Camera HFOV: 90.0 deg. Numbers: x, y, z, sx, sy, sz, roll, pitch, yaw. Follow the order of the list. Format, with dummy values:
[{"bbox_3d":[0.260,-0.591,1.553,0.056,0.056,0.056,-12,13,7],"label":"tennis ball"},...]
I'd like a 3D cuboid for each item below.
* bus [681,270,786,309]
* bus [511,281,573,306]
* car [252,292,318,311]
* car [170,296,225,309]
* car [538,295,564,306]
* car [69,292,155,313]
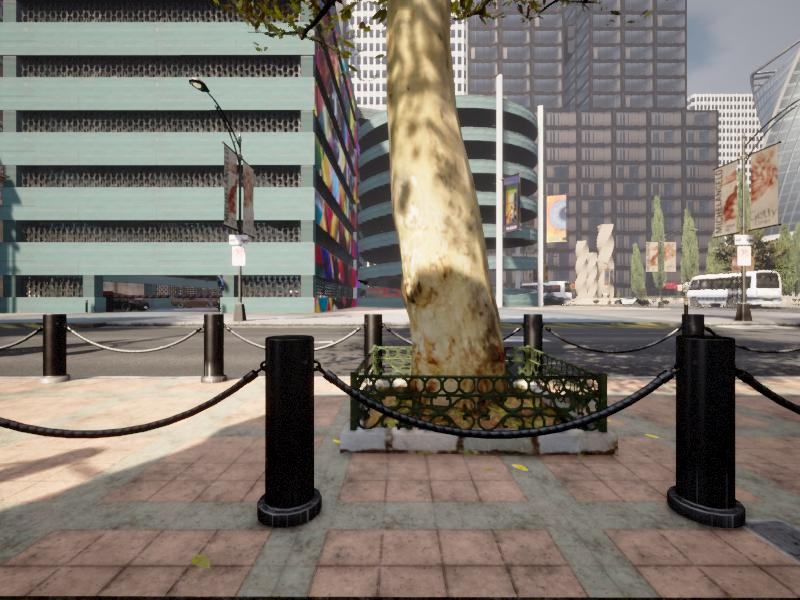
[{"bbox_3d":[40.263,-1.133,49.131,3.944,4.253,10.273,0,0,-3],"label":"bus"},{"bbox_3d":[26.261,-1.139,74.497,3.944,4.253,10.273,0,0,-43],"label":"bus"},{"bbox_3d":[-9.593,0.117,33.684,4.902,1.511,2.128,0,0,0],"label":"car"},{"bbox_3d":[-20.752,0.207,41.191,4.718,1.301,1.895,0,0,0],"label":"car"},{"bbox_3d":[26.167,0.057,69.288,1.905,1.878,3.866,0,0,-35],"label":"car"},{"bbox_3d":[-21.193,0.157,29.591,4.786,1.482,2.161,0,0,0],"label":"car"}]
